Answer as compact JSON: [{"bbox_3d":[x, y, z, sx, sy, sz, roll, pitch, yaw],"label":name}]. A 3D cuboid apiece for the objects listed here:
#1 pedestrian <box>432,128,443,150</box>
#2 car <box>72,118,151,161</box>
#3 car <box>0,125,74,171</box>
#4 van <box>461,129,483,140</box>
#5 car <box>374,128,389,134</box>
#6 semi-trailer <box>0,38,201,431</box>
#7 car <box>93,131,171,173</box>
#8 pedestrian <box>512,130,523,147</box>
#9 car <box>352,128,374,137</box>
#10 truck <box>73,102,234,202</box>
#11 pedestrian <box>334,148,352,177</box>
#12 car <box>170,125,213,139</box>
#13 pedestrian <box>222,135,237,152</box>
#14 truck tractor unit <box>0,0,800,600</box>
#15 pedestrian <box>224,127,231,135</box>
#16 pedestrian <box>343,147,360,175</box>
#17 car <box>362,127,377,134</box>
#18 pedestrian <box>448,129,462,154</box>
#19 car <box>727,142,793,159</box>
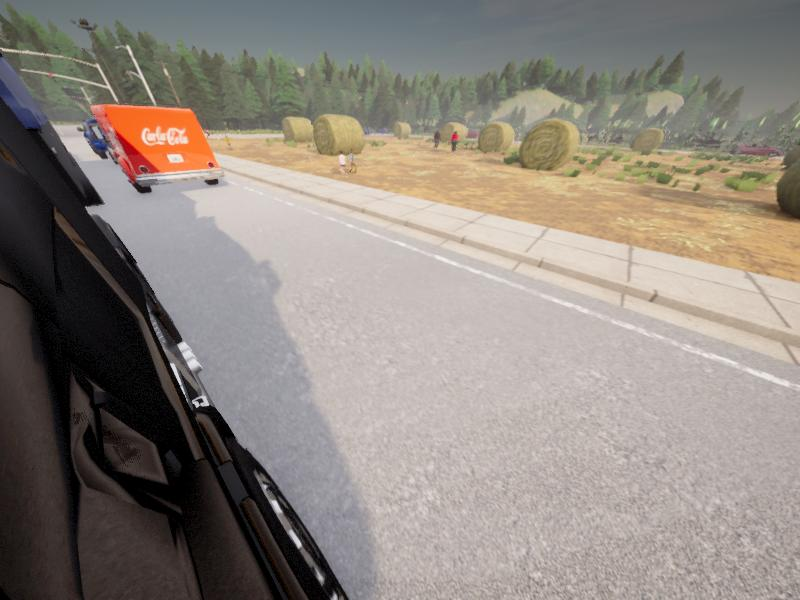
[{"bbox_3d":[4.011,-17.392,24.968,0.751,1.860,0.751,-7,38,-11],"label":"pedestrian"},{"bbox_3d":[-19.486,-10.886,15.564,5.566,2.045,2.150,28,44,30],"label":"car"},{"bbox_3d":[-19.922,-8.226,12.333,4.611,1.667,2.242,28,44,30],"label":"car"},{"bbox_3d":[16.931,-39.231,54.611,4.442,1.987,1.775,31,46,33],"label":"van"},{"bbox_3d":[-5.681,-52.412,71.641,4.514,1.525,2.007,31,46,33],"label":"car"},{"bbox_3d":[-8.694,-3.587,4.262,14.254,4.402,2.717,28,43,30],"label":"semi-trailer"},{"bbox_3d":[-14.392,-8.040,12.402,3.705,1.549,1.789,27,44,30],"label":"car"},{"bbox_3d":[16.759,-23.048,32.962,0.751,1.860,0.751,3,37,1],"label":"pedestrian"},{"bbox_3d":[-8.690,-39.527,54.429,1.882,1.535,5.008,28,44,31],"label":"car"},{"bbox_3d":[-9.378,-5.805,8.871,5.204,2.467,2.627,28,44,30],"label":"truck"},{"bbox_3d":[-2.653,-6.424,10.802,0.500,1.100,0.500,28,44,31],"label":"pedestrian"},{"bbox_3d":[-30.510,-24.708,33.977,1.816,1.474,4.193,29,45,31],"label":"car"},{"bbox_3d":[-13.761,-12.665,18.642,0.500,1.100,0.500,25,43,28],"label":"pedestrian"},{"bbox_3d":[-2.645,-0.295,0.351,6.516,4.208,3.053,28,44,30],"label":"truck tractor unit"},{"bbox_3d":[-31.308,-30.717,41.930,0.500,1.100,0.500,26,44,29],"label":"pedestrian"},{"bbox_3d":[-2.366,-6.753,11.249,0.500,1.100,0.500,17,40,20],"label":"pedestrian"},{"bbox_3d":[-9.294,-51.628,70.413,4.514,1.525,2.007,31,46,33],"label":"car"},{"bbox_3d":[4.985,-14.478,21.144,0.751,1.860,0.751,-6,38,-11],"label":"pedestrian"},{"bbox_3d":[45.649,-19.099,29.470,4.193,1.474,1.816,31,46,33],"label":"car"}]
